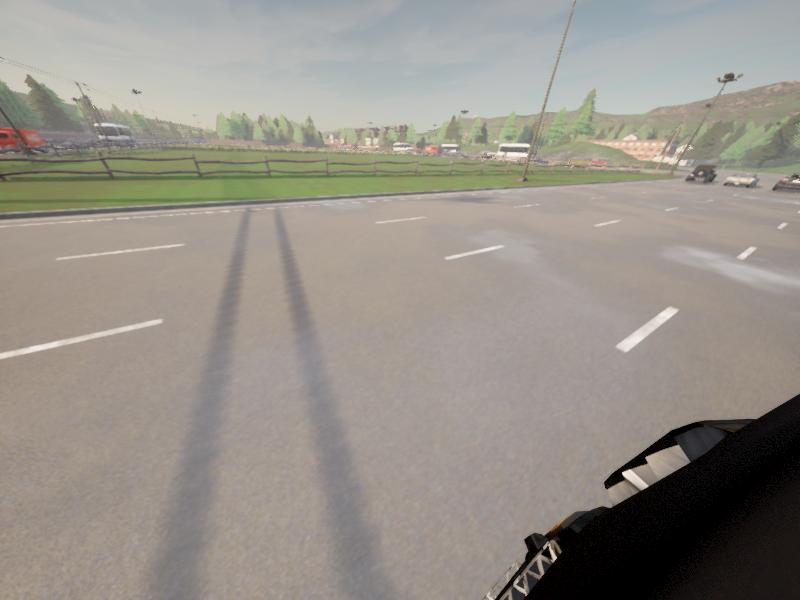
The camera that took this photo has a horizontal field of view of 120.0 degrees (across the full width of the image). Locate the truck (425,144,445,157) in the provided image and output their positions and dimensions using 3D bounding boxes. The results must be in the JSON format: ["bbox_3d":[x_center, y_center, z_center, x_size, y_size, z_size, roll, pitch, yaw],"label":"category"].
[{"bbox_3d":[13.804,-59.767,92.298,2.891,3.827,8.468,-16,38,-26],"label":"truck"}]

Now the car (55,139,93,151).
[{"bbox_3d":[-51.319,-24.459,36.495,1.994,1.385,4.181,-16,38,-26],"label":"car"}]

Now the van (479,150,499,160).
[{"bbox_3d":[29.340,-48.140,76.797,1.988,2.561,5.915,-16,38,-26],"label":"van"}]

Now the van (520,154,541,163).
[{"bbox_3d":[37.269,-40.329,65.950,2.069,2.038,4.480,-16,38,-26],"label":"van"}]

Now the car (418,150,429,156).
[{"bbox_3d":[9.354,-59.411,93.240,1.932,1.855,4.605,-16,38,-26],"label":"car"}]

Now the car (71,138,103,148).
[{"bbox_3d":[-62.400,-31.427,46.218,2.128,1.511,4.902,-16,38,-26],"label":"car"}]

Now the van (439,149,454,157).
[{"bbox_3d":[19.447,-61.298,96.274,2.351,2.431,6.366,-16,38,-26],"label":"van"}]

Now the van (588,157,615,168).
[{"bbox_3d":[50.896,-34.814,58.517,1.775,1.987,4.442,-16,38,-26],"label":"van"}]

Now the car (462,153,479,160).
[{"bbox_3d":[22.786,-46.427,74.706,2.242,1.667,4.611,-16,38,-26],"label":"car"}]

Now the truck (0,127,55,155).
[{"bbox_3d":[-44.700,-18.545,26.952,2.627,2.467,5.204,-16,37,-26],"label":"truck"}]

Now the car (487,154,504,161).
[{"bbox_3d":[32.458,-48.389,78.516,2.152,1.651,5.027,-16,38,-26],"label":"car"}]

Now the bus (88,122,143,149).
[{"bbox_3d":[-61.783,-35.948,50.639,3.944,4.253,10.273,-16,38,-26],"label":"bus"}]

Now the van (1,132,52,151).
[{"bbox_3d":[-53.028,-22.589,32.974,1.775,1.987,4.442,-16,38,-26],"label":"van"}]

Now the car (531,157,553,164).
[{"bbox_3d":[40.875,-40.404,66.811,2.163,1.488,4.792,-16,38,-26],"label":"car"}]

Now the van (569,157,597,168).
[{"bbox_3d":[42.217,-31.817,53.380,1.775,1.987,4.442,-16,38,-26],"label":"van"}]

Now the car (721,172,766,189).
[{"bbox_3d":[37.867,-13.228,25.454,4.718,1.301,1.895,-16,38,-26],"label":"car"}]

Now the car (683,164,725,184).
[{"bbox_3d":[37.470,-15.598,28.488,3.866,1.878,1.905,-17,38,-26],"label":"car"}]

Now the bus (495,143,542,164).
[{"bbox_3d":[31.472,-39.440,62.182,3.944,4.253,10.273,-16,38,-26],"label":"bus"}]

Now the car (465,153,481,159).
[{"bbox_3d":[24.630,-48.414,77.880,1.837,1.490,4.892,-16,38,-26],"label":"car"}]

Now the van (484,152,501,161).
[{"bbox_3d":[28.745,-44.712,72.043,2.069,2.038,4.480,-16,38,-26],"label":"van"}]

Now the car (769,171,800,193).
[{"bbox_3d":[39.763,-11.721,22.938,4.611,1.667,2.242,-14,37,-24],"label":"car"}]
